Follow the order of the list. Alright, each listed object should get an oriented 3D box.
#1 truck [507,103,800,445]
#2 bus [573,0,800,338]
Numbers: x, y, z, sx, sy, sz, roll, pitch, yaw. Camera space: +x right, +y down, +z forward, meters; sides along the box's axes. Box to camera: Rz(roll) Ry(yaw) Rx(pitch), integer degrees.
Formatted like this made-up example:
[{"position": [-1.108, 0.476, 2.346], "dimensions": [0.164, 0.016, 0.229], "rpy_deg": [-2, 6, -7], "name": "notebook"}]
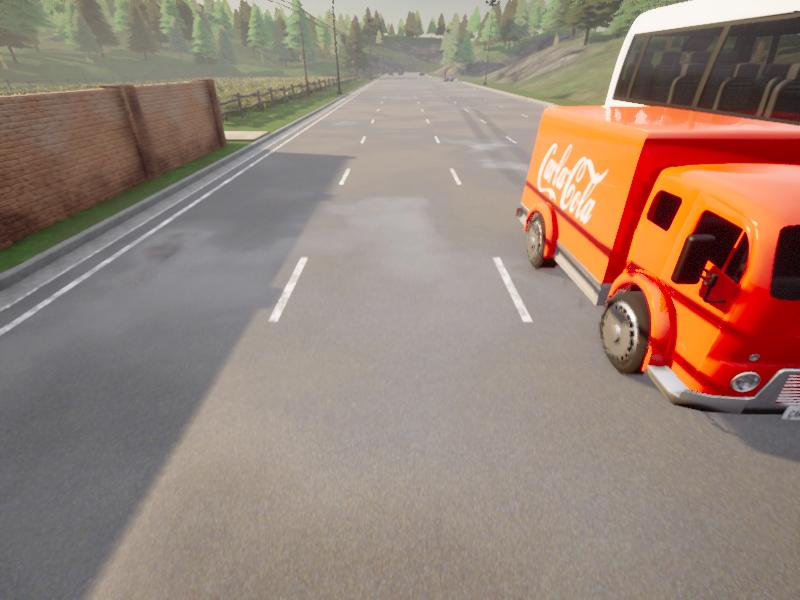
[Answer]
[{"position": [3.506, -1.040, 5.324], "dimensions": [2.627, 2.467, 5.204], "rpy_deg": [0, 30, 0], "name": "truck"}, {"position": [7.127, -2.693, 6.387], "dimensions": [3.944, 4.253, 10.273], "rpy_deg": [0, 30, 0], "name": "bus"}]
